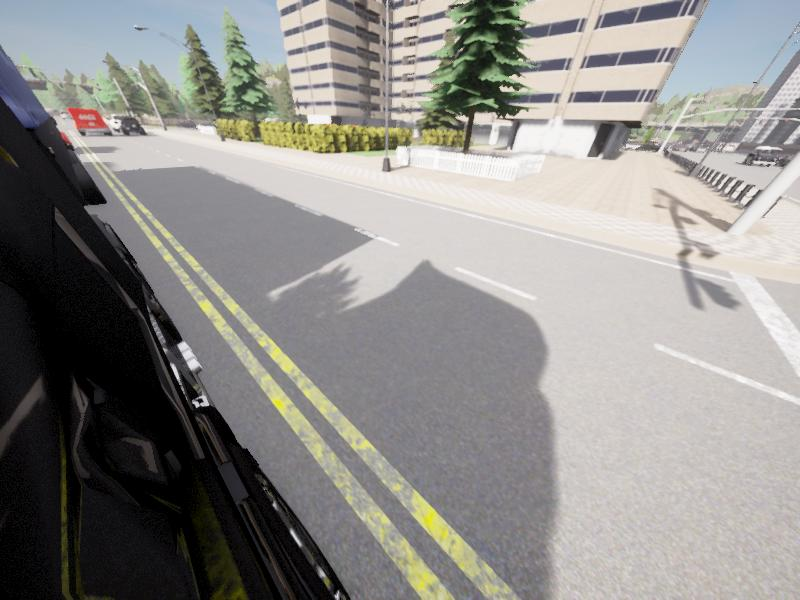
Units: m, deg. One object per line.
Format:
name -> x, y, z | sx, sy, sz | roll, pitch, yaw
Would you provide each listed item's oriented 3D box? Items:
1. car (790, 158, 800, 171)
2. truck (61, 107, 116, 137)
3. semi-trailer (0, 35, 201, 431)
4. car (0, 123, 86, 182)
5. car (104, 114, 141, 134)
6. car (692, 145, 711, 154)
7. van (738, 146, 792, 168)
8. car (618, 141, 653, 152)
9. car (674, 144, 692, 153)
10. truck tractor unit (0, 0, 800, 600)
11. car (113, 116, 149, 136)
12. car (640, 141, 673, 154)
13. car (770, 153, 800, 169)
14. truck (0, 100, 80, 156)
car -> 46.095, -14.832, 25.450 | 1.895, 1.301, 4.718 | 29, 44, 30
truck -> -35.569, -20.320, 26.397 | 5.204, 2.467, 2.627 | 28, 44, 30
semi-trailer -> -8.657, -3.637, 4.261 | 14.254, 4.402, 2.717 | 29, 44, 30
car -> -15.747, -6.379, 9.755 | 4.611, 1.667, 2.242 | 28, 44, 30
car -> -39.370, -24.983, 32.731 | 5.566, 2.045, 2.150 | 29, 44, 30
car -> 75.178, -37.654, 57.674 | 1.851, 1.617, 3.988 | 29, 44, 30
van -> 45.595, -18.016, 29.052 | 2.069, 2.038, 4.480 | 28, 44, 30
car -> 49.950, -32.616, 49.129 | 4.974, 1.542, 2.038 | 28, 43, 29
car -> 71.390, -38.386, 58.304 | 2.033, 1.649, 4.856 | 29, 44, 30
truck tractor unit -> -2.645, -0.295, 0.351 | 6.516, 4.208, 3.053 | 28, 44, 30
car -> -34.005, -21.989, 29.214 | 3.866, 1.878, 1.905 | 29, 44, 30
car -> 50.140, -29.905, 45.286 | 3.866, 1.878, 1.905 | 28, 43, 29
car -> 50.616, -17.926, 29.760 | 1.812, 1.442, 4.674 | 29, 44, 30
truck -> -22.861, -10.593, 14.264 | 5.204, 2.467, 2.627 | 28, 43, 31
